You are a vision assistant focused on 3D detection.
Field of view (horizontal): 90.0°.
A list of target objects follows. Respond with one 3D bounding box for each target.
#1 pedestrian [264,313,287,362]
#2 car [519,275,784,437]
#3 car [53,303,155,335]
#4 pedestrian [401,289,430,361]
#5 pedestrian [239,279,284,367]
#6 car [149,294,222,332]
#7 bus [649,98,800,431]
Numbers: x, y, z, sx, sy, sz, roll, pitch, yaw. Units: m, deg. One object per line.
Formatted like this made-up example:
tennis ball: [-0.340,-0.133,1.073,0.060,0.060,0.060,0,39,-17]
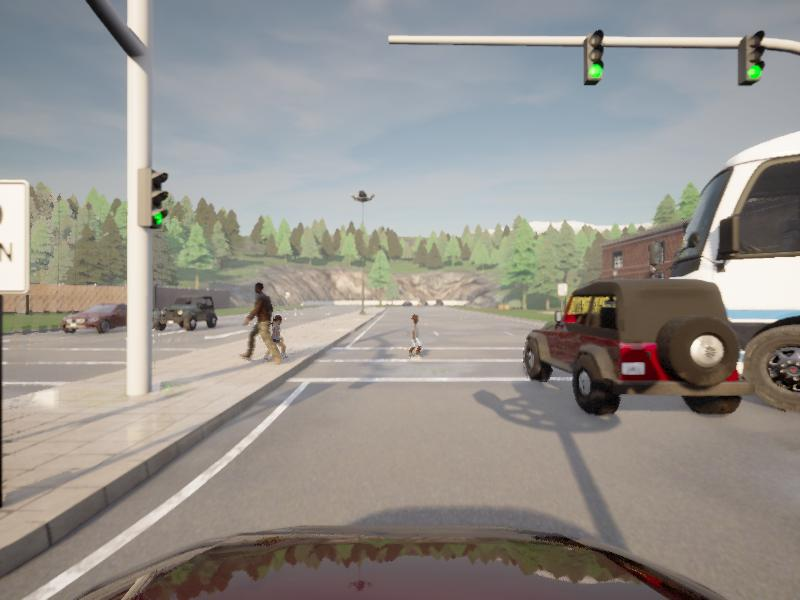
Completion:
pedestrian: [-2.970,0.872,9.536,0.500,1.100,0.500,0,0,-20]
car: [3.493,0.651,6.569,1.905,1.878,3.866,0,0,0]
car: [-15.025,0.886,20.725,1.812,1.442,4.674,0,0,0]
pedestrian: [0.396,0.646,10.772,0.751,1.860,0.751,0,0,0]
pedestrian: [-3.056,0.492,8.898,0.751,1.860,0.751,0,0,-3]
car: [-11.527,0.663,21.816,1.905,1.878,3.866,0,0,0]
bus: [9.269,-0.529,5.003,10.273,4.253,3.944,-1,2,30]
